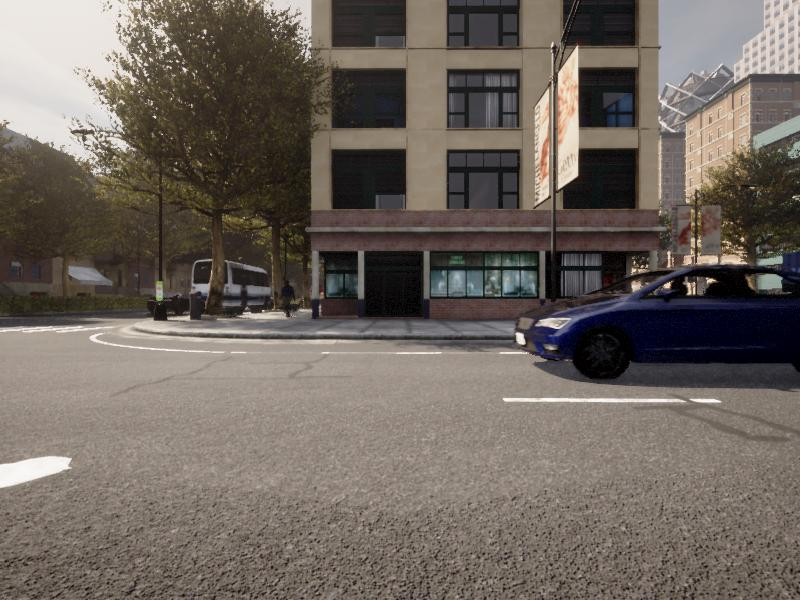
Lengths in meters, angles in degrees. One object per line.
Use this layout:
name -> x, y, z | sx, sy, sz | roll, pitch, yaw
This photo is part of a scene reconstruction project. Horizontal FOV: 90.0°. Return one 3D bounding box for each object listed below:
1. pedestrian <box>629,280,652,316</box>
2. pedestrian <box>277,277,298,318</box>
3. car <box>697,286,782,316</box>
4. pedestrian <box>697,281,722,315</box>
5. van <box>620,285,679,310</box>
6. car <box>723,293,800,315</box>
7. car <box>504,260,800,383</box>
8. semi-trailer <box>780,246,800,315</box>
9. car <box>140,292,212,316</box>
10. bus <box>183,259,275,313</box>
pedestrian -> 12.746, -0.115, 21.193 | 0.751, 1.860, 0.751 | 0, 0, -4
pedestrian -> -5.100, -0.115, 18.177 | 0.751, 1.860, 0.751 | 0, 0, 0
car -> 22.832, 0.051, 27.204 | 1.932, 1.855, 4.605 | 0, 0, 1
pedestrian -> 16.896, -0.115, 21.840 | 0.751, 1.860, 0.751 | 0, 0, -4
van -> 26.488, -0.222, 42.805 | 2.351, 2.431, 6.366 | 0, 0, 1
car -> 26.335, 0.260, 28.947 | 2.163, 1.488, 4.792 | 0, 0, 1
car -> 3.807, 0.254, 5.692 | 4.193, 1.474, 1.816 | 0, 0, 0
semi-trailer -> 26.561, -1.217, 19.521 | 2.717, 4.402, 14.254 | 0, 0, 1
car -> -15.097, 0.235, 27.334 | 2.128, 1.511, 4.902 | 0, 0, 0
bus -> -15.158, -1.134, 36.821 | 3.944, 4.253, 10.273 | 0, 0, 0
